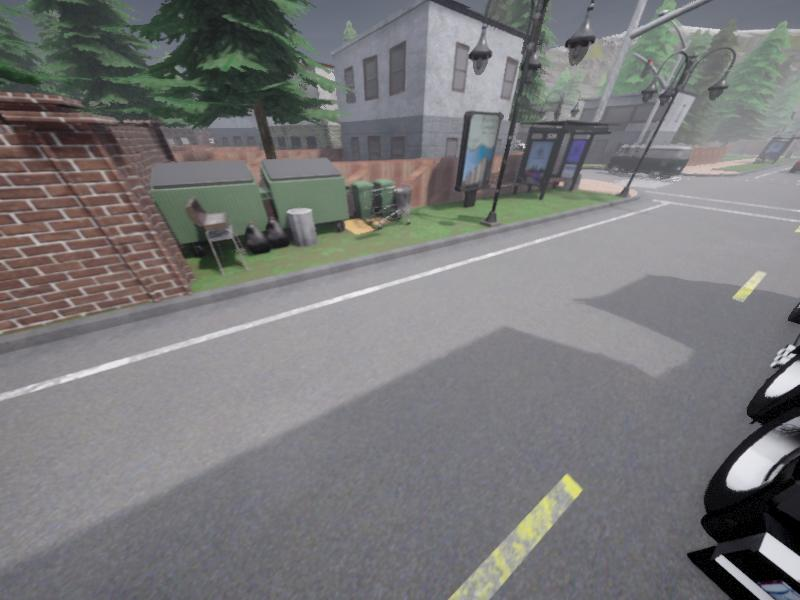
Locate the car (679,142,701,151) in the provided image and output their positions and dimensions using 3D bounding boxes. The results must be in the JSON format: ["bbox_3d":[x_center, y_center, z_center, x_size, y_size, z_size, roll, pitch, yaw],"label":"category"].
[{"bbox_3d":[72.388,-38.217,57.588,4.605,1.855,1.932,-19,39,-26],"label":"car"}]

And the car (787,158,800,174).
[{"bbox_3d":[36.571,-12.109,19.902,5.566,2.045,2.150,-18,39,-25],"label":"car"}]

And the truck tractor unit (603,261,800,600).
[{"bbox_3d":[5.103,-0.308,0.791,6.516,4.208,3.053,-19,39,-24],"label":"truck tractor unit"}]

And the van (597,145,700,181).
[{"bbox_3d":[18.003,-10.271,17.132,1.775,1.987,4.442,-14,37,-20],"label":"van"}]
